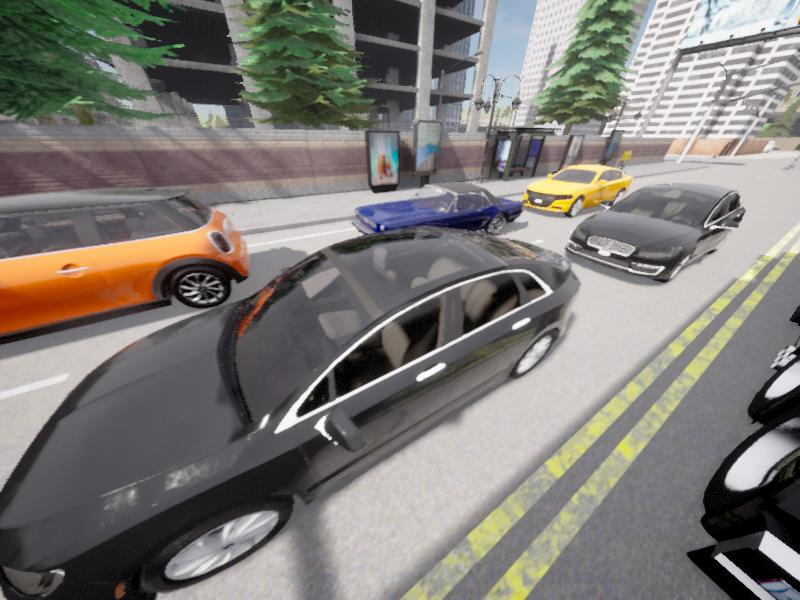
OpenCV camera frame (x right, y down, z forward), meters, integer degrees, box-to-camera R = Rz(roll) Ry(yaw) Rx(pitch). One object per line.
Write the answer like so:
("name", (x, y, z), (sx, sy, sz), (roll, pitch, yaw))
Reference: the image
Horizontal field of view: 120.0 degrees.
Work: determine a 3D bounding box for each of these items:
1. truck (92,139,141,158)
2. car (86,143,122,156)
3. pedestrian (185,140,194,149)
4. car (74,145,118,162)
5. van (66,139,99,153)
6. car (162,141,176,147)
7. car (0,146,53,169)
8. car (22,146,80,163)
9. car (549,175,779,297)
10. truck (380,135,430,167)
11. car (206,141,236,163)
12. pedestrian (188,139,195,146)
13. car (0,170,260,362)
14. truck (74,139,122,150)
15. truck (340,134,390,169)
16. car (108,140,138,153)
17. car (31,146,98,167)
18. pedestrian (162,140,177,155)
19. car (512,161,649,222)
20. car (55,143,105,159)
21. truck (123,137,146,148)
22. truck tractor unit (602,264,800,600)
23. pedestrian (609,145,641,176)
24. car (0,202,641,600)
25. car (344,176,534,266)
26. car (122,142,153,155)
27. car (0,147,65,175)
("truck", (-40.116, -21.674, 32.947), (2.390, 2.098, 6.274), (-18, 39, -25))
("car", (-46.682, -23.899, 36.600), (2.007, 1.525, 4.514), (-18, 39, -25))
("pedestrian", (-49.397, -36.514, 54.202), (0.751, 1.860, 0.751), (-2, 35, -4))
("car", (-36.193, -17.623, 27.626), (1.789, 1.549, 3.705), (-18, 39, -25))
("van", (-60.095, -29.279, 43.834), (1.775, 1.987, 4.442), (-18, 39, -25))
("car", (-73.713, -49.887, 73.846), (2.128, 1.511, 4.902), (-18, 39, -24))
("car", (-35.823, -13.293, 21.440), (2.128, 1.511, 4.902), (-18, 39, -25))
("car", (-39.081, -16.415, 26.031), (1.994, 1.385, 4.181), (-18, 39, -25))
("car", (6.078, -1.811, 5.345), (4.892, 1.490, 1.837), (-18, 39, -24))
("truck", (0.355, -15.174, 23.385), (2.615, 2.467, 5.204), (-18, 39, -24))
("car", (-19.359, -16.193, 25.164), (1.905, 1.878, 3.866), (-18, 39, -24))
("pedestrian", (-64.308, -48.452, 71.175), (0.751, 1.860, 0.751), (-15, 38, -20))
("car", (-4.940, -0.649, 3.331), (4.553, 1.767, 2.097), (-18, 39, -24))
("truck", (-68.885, -35.609, 52.868), (2.390, 2.098, 6.274), (25, 42, 31))
("truck", (-3.376, -13.953, 21.603), (2.615, 2.467, 5.204), (-18, 39, -24))
("car", (-51.253, -28.556, 42.850), (1.932, 1.855, 4.605), (-18, 39, -25))
("car", (-32.777, -14.275, 22.851), (1.882, 1.535, 5.008), (-18, 39, -25))
("pedestrian", (-34.996, -23.211, 35.097), (0.751, 1.860, 0.751), (-18, 39, -24))
("car", (7.129, -4.478, 9.150), (5.008, 1.535, 1.882), (-18, 39, -24))
("car", (-42.733, -20.084, 31.058), (2.152, 1.651, 5.027), (-18, 39, -25))
("truck", (-77.781, -46.375, 67.864), (2.627, 2.467, 5.204), (-19, 39, -25))
("truck tractor unit", (5.112, -0.297, 0.793), (6.516, 4.208, 3.053), (-18, 39, -24))
("pedestrian", (16.249, -10.131, 16.751), (0.751, 1.860, 0.751), (-16, 38, -22))
("car", (-0.165, 0.226, 2.371), (4.892, 1.490, 1.837), (-18, 39, -25))
("car", (1.124, -2.422, 6.362), (4.718, 1.301, 1.895), (-18, 39, -24))
("car", (-44.682, -25.943, 39.453), (1.930, 1.638, 5.238), (-18, 39, -25))
("car", (-29.435, -11.048, 18.175), (1.851, 1.617, 3.988), (-18, 39, -25))
